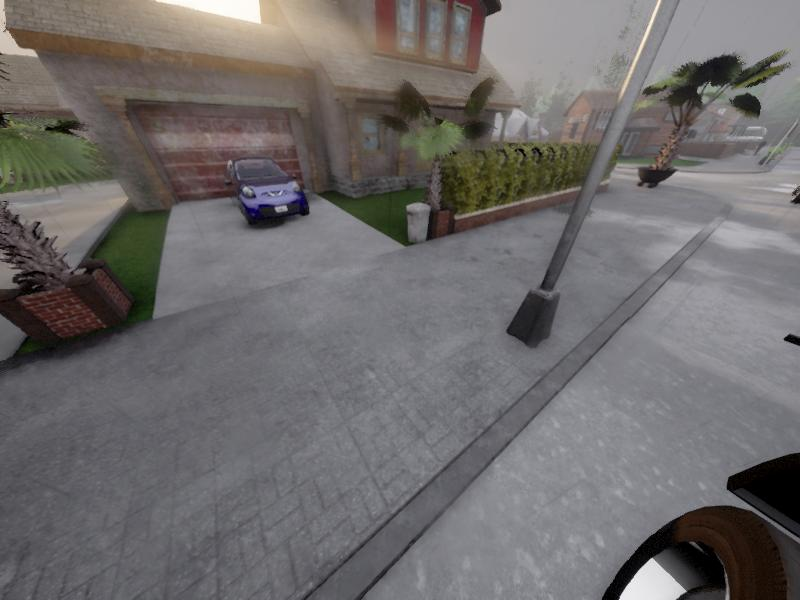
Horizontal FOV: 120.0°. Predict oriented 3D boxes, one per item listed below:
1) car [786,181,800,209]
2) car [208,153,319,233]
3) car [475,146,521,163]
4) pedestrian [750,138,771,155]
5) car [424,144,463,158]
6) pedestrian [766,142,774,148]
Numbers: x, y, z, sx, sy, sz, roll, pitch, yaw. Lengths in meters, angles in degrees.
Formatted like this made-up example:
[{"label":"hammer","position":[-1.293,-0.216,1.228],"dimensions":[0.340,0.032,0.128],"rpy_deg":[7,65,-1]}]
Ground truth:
[{"label":"car","position":[17.593,-4.658,9.016],"dimensions":[5.238,1.638,1.930],"rpy_deg":[-22,41,-28]},{"label":"car","position":[-4.190,-3.449,6.982],"dimensions":[1.845,1.501,3.633],"rpy_deg":[-24,42,-30]},{"label":"car","position":[11.026,-16.616,26.279],"dimensions":[1.994,1.385,4.181],"rpy_deg":[-23,41,-29]},{"label":"pedestrian","position":[49.761,-21.162,31.870],"dimensions":[0.751,1.860,0.751],"rpy_deg":[-23,41,-29]},{"label":"car","position":[5.909,-20.851,32.302],"dimensions":[2.033,1.411,5.357],"rpy_deg":[-22,41,-28]},{"label":"pedestrian","position":[81.567,-34.234,50.924],"dimensions":[0.500,1.100,0.500],"rpy_deg":[-22,40,-27]}]
